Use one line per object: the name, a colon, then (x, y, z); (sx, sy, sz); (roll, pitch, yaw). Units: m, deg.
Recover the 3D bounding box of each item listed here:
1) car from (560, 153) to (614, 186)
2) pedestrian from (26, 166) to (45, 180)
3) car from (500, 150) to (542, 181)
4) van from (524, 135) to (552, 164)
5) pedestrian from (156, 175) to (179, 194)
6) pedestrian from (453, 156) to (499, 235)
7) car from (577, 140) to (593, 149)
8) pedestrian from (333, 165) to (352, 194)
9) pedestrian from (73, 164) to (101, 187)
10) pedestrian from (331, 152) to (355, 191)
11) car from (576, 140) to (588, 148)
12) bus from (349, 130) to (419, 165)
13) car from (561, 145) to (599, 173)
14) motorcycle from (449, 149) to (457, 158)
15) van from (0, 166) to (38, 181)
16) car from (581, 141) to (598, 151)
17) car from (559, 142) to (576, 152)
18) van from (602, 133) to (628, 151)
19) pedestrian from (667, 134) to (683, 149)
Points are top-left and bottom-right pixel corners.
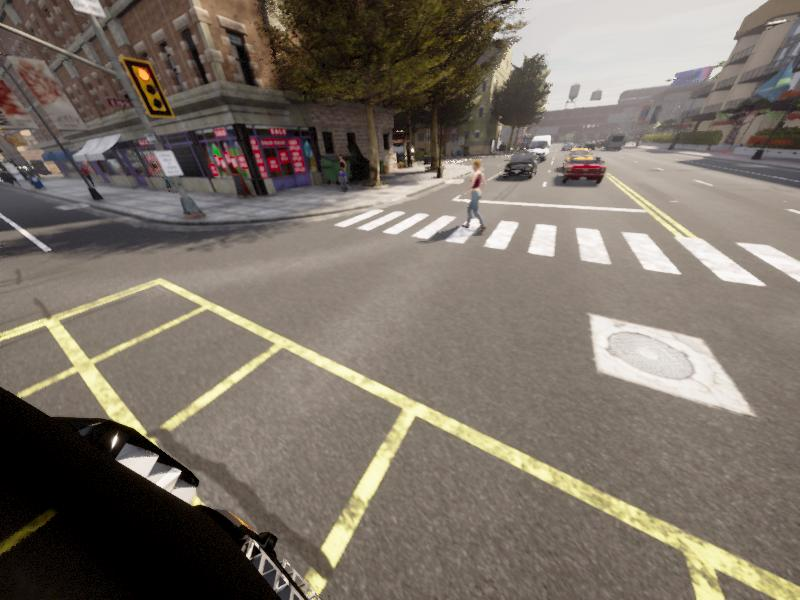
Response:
car: (10.947, -7.921, 13.871); (1.895, 1.301, 4.718); (16, 38, 26)
pedestrian: (-58.430, -20.353, 37.031); (0.751, 1.860, 0.751); (15, 38, 25)
car: (8.681, -9.639, 16.448); (1.837, 1.490, 4.892); (16, 38, 26)
van: (16.419, -17.906, 27.351); (1.988, 2.561, 5.915); (16, 39, 26)
pedestrian: (-15.438, -7.662, 15.345); (0.500, 1.100, 0.500); (15, 37, 24)
pedestrian: (2.073, -2.900, 6.433); (0.751, 1.860, 0.751); (21, 40, 31)
car: (41.238, -34.675, 51.570); (2.038, 1.542, 4.974); (16, 38, 26)
pedestrian: (-3.122, -6.550, 12.554); (0.751, 1.300, 0.751); (-8, 34, -7)
pedestrian: (-30.098, -11.949, 22.227); (0.751, 1.860, 0.751); (16, 38, 26)
pedestrian: (-3.256, -7.427, 13.378); (0.751, 1.860, 0.751); (19, 39, 29)
car: (46.141, -39.591, 58.651); (1.851, 1.617, 3.988); (16, 38, 26)
bus: (-2.570, -24.239, 36.761); (10.273, 4.253, 3.944); (18, 39, 25)
car: (14.349, -11.478, 18.707); (1.801, 1.575, 5.366); (16, 38, 26)
motorcycle: (9.331, -25.907, 40.842); (0.764, 1.277, 2.356); (-10, 33, 7)
van: (-73.176, -23.918, 43.681); (2.069, 2.038, 4.480); (26, 43, 35)
car: (36.197, -29.550, 44.326); (1.837, 1.490, 4.892); (16, 38, 26)
car: (32.566, -29.814, 44.983); (2.128, 1.511, 4.902); (16, 38, 26)
van: (38.740, -28.653, 41.840); (1.988, 2.561, 5.915); (16, 38, 26)
pedestrian: (40.398, -23.291, 33.935); (0.751, 1.860, 0.751); (20, 40, 31)
